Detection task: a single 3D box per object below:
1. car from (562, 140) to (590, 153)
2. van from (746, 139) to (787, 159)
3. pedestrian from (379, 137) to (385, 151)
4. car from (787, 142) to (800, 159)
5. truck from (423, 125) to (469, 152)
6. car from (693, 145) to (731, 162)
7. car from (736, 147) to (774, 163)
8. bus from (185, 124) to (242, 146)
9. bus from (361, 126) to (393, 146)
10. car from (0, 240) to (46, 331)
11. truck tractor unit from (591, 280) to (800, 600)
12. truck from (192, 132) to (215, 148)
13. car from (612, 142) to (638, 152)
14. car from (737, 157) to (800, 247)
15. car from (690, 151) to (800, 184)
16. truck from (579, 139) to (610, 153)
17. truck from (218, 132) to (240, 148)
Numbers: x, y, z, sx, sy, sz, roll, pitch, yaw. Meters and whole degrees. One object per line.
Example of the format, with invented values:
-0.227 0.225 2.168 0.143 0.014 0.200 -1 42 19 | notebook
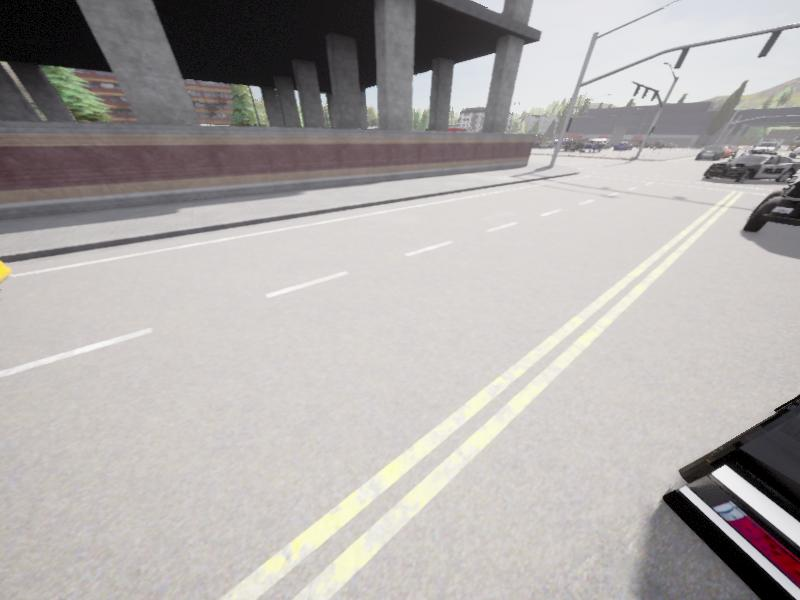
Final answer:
32.052 -28.059 42.063 4.605 1.855 1.932 -22 41 -28 | car
57.699 -23.914 36.386 6.366 2.431 2.351 -22 41 -28 | van
-2.915 -25.335 37.603 0.751 1.860 0.751 -22 41 -28 | pedestrian
62.072 -22.760 35.146 5.566 2.045 2.150 -26 43 -32 | car
8.122 -29.664 42.468 2.891 3.827 8.468 -22 41 -29 | truck
41.372 -19.507 30.627 4.856 1.649 2.033 -22 41 -28 | car
44.670 -18.293 29.090 3.806 1.475 1.970 -22 41 -28 | car
-47.033 -41.989 58.770 10.273 4.253 3.944 -22 41 -28 | bus
-6.423 -45.131 63.694 3.944 4.253 10.273 -22 41 -28 | bus
-8.117 0.392 1.887 5.366 1.575 1.801 -22 41 -28 | car
5.267 -0.104 0.532 6.516 4.208 3.053 -11 37 -16 | truck tractor unit
-38.492 -31.433 45.279 2.615 2.467 5.204 -22 41 -28 | truck
46.080 -31.480 47.384 4.611 1.667 2.242 -22 41 -28 | car
11.905 -2.820 6.438 3.866 1.878 1.905 -22 41 -28 | car
22.730 -8.615 14.934 5.238 1.638 1.930 -4 35 -6 | car
33.772 -26.776 40.116 4.478 2.038 2.069 -22 41 -28 | truck
-34.964 -32.842 47.318 2.615 2.467 5.204 -22 41 -28 | truck
